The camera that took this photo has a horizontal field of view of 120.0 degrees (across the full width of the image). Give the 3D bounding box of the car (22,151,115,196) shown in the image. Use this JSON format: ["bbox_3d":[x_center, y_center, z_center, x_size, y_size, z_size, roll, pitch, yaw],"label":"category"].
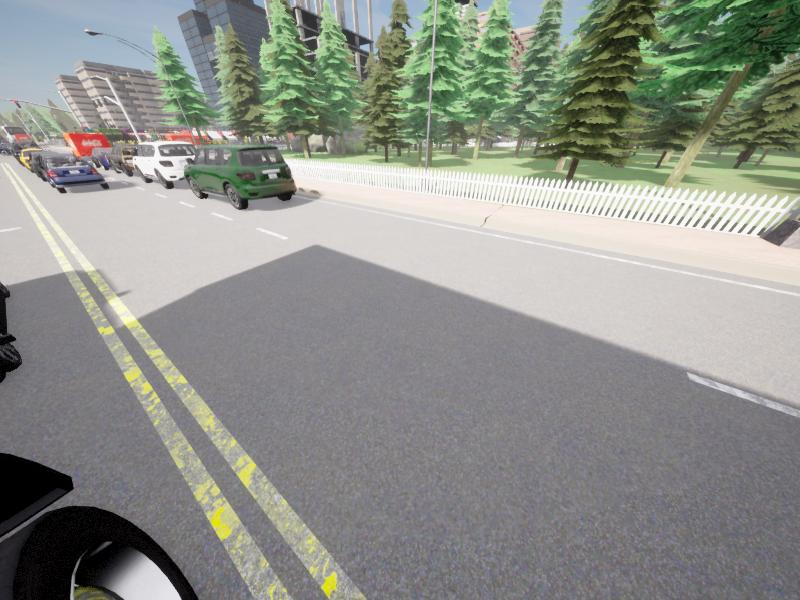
[{"bbox_3d":[-16.644,-6.461,11.626,3.705,1.549,1.789,22,40,27],"label":"car"}]

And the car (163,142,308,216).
[{"bbox_3d":[-6.698,-5.163,9.423,5.566,2.045,2.150,21,40,27],"label":"car"}]

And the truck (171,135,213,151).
[{"bbox_3d":[-41.372,-31.445,46.140,2.627,2.467,5.204,20,40,26],"label":"truck"}]

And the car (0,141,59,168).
[{"bbox_3d":[-33.447,-13.256,20.875,4.605,1.855,1.932,22,40,27],"label":"car"}]

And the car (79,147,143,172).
[{"bbox_3d":[-24.114,-11.833,19.264,4.792,1.488,2.163,22,40,27],"label":"car"}]

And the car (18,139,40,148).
[{"bbox_3d":[-87.212,-36.919,54.305,5.238,1.638,1.930,22,40,27],"label":"car"}]

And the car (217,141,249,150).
[{"bbox_3d":[-35.238,-32.795,48.906,2.038,1.542,4.974,21,40,26],"label":"car"}]

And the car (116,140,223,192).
[{"bbox_3d":[-12.733,-7.551,12.773,5.566,2.045,2.150,22,40,27],"label":"car"}]

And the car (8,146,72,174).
[{"bbox_3d":[-27.630,-10.827,17.725,5.366,1.575,1.801,22,40,27],"label":"car"}]

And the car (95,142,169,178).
[{"bbox_3d":[-18.720,-9.857,16.151,4.605,1.855,1.932,22,40,27],"label":"car"}]

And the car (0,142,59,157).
[{"bbox_3d":[-50.265,-20.179,30.936,4.792,1.488,2.163,-6,36,-9],"label":"car"}]

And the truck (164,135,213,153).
[{"bbox_3d":[-36.249,-26.999,39.850,2.627,2.467,5.204,21,40,26],"label":"truck"}]

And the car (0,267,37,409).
[{"bbox_3d":[-6.037,0.220,2.300,3.806,1.475,1.970,22,41,28],"label":"car"}]

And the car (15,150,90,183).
[{"bbox_3d":[-21.864,-8.497,14.548,4.193,1.474,1.816,22,40,27],"label":"car"}]

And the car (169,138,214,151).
[{"bbox_3d":[-39.283,-29.416,43.632,2.150,2.045,5.566,21,40,26],"label":"car"}]

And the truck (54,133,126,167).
[{"bbox_3d":[-29.379,-14.325,21.908,5.204,2.467,2.627,22,40,27],"label":"truck"}]

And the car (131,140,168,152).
[{"bbox_3d":[-45.122,-27.848,41.748,1.851,1.617,3.988,22,41,28],"label":"car"}]

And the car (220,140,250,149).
[{"bbox_3d":[-36.969,-35.019,51.950,2.033,1.649,4.856,21,40,26],"label":"car"}]
